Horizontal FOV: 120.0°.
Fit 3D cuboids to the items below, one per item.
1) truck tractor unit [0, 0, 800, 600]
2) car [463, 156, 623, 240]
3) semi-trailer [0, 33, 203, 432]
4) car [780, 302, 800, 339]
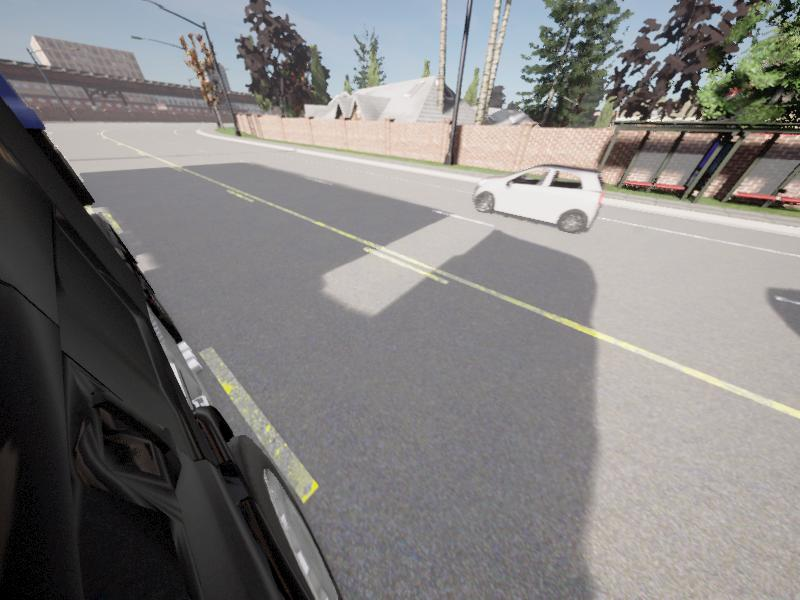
[{"bbox_3d":[-2.645,-0.295,0.351,6.516,4.208,3.053,28,44,30],"label":"truck tractor unit"},{"bbox_3d":[4.158,-3.346,7.129,3.633,1.501,1.845,28,43,29],"label":"car"},{"bbox_3d":[-8.773,-3.573,4.123,14.254,4.402,2.717,27,43,29],"label":"semi-trailer"},{"bbox_3d":[7.022,0.792,1.779,3.705,1.549,1.789,27,43,29],"label":"car"}]
